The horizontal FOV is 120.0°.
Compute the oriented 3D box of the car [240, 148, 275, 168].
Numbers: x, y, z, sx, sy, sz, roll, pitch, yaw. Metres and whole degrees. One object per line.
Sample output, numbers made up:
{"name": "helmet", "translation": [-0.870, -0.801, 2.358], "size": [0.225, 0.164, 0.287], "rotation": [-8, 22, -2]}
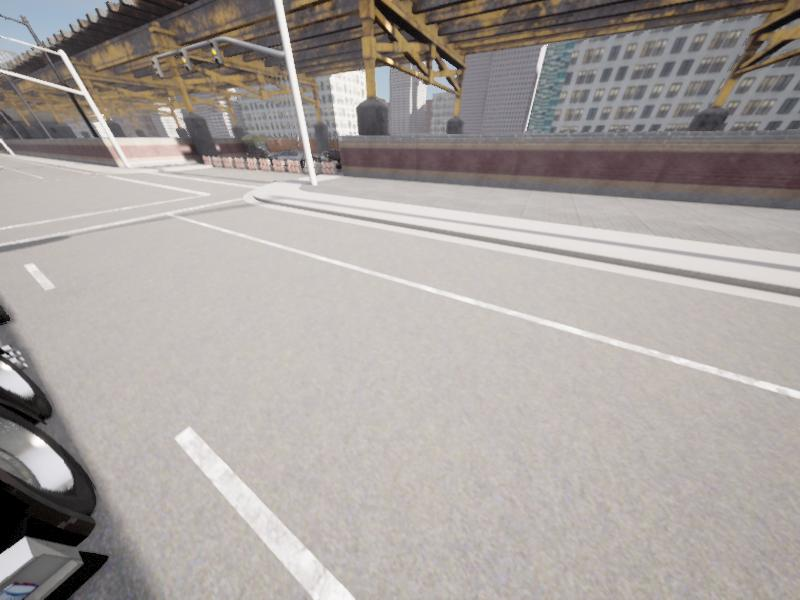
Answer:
{"name": "car", "translation": [-15.015, -15.289, 24.693], "size": [2.038, 1.542, 4.974], "rotation": [-10, 36, -13]}

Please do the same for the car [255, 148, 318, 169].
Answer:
{"name": "car", "translation": [-11.021, -13.991, 22.795], "size": [4.974, 1.542, 2.038], "rotation": [-4, 35, -5]}

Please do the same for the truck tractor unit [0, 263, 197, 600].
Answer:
{"name": "truck tractor unit", "translation": [-5.114, -0.296, 0.783], "size": [6.516, 4.208, 3.053], "rotation": [18, 39, 24]}

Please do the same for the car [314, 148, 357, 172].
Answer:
{"name": "car", "translation": [-5.980, -12.866, 21.137], "size": [2.038, 1.542, 4.974], "rotation": [-19, 39, -25]}
